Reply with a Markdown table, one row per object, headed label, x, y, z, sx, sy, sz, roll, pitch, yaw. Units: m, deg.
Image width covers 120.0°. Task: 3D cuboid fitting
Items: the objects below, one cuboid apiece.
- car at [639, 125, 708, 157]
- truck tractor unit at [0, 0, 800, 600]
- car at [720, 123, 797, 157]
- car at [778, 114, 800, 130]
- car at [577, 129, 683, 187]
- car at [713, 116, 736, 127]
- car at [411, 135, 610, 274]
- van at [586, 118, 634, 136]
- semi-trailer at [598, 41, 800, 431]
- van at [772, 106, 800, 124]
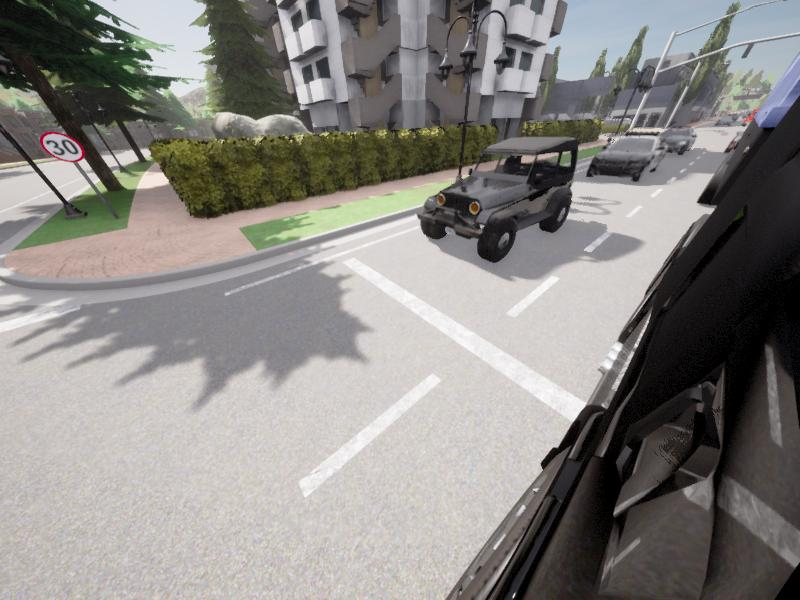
| label | x | y | z | sx | sy | sz | roll | pitch | yaw |
| --- | --- | --- | --- | --- | --- | --- | --- | --- | --- |
| car | 18.795 | -10.984 | 15.860 | 4.974 | 1.542 | 2.038 | -28 | 44 | -30 |
| truck tractor unit | 2.645 | -0.295 | 0.351 | 6.516 | 4.208 | 3.053 | -28 | 44 | -30 |
| car | 22.265 | -10.075 | 14.472 | 3.806 | 1.475 | 1.970 | -28 | 44 | -30 |
| car | 53.414 | -23.984 | 31.063 | 4.514 | 1.525 | 2.007 | -28 | 44 | -30 |
| car | 10.325 | -6.509 | 10.316 | 5.238 | 1.638 | 1.930 | -28 | 44 | -30 |
| car | 59.303 | -32.572 | 42.222 | 4.674 | 1.442 | 1.812 | -28 | 44 | -30 |
| car | 2.351 | -2.418 | 5.143 | 3.866 | 1.878 | 1.905 | -26 | 43 | -28 |
| van | 30.276 | -25.025 | 33.503 | 1.775 | 1.987 | 4.442 | -31 | 45 | -32 |
| semi-trailer | 8.693 | -3.610 | 4.232 | 14.254 | 4.402 | 2.717 | -28 | 44 | -30 |
| van | 73.711 | -35.250 | 43.957 | 5.915 | 2.561 | 1.988 | -28 | 44 | -30 |
